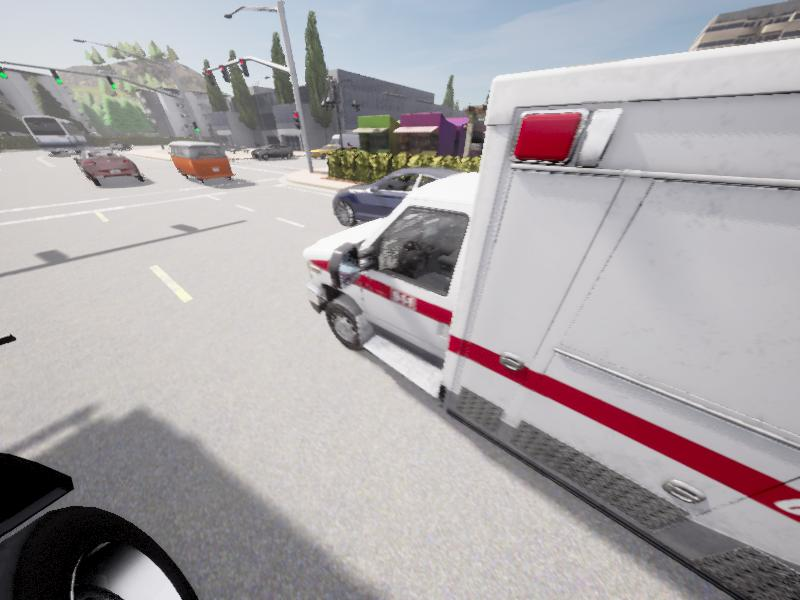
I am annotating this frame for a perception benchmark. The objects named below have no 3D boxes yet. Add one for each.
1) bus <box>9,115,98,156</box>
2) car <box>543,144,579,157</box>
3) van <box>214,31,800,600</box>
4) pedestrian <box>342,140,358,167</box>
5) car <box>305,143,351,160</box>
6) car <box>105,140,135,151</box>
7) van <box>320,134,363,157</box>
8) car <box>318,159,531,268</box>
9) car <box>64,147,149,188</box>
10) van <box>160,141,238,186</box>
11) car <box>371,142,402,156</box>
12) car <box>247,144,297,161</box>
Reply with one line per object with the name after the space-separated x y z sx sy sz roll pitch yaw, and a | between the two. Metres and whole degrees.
-49.222 -23.731 33.512 3.944 4.253 10.273 -26 43 -31 | bus
23.371 -21.849 33.645 3.806 1.475 1.970 23 41 29 | car
1.800 0.055 1.742 6.366 2.431 2.351 23 41 29 | van
-4.233 -12.411 19.577 0.751 1.860 0.751 23 41 29 | pedestrian
-8.819 -18.616 28.900 1.801 1.575 5.366 25 42 31 | car
-50.509 -27.914 41.736 1.851 1.617 3.988 -16 38 -21 | car
-8.346 -22.669 33.824 1.988 2.561 5.915 24 42 30 | van
0.393 -2.724 6.376 5.027 1.651 2.152 23 41 29 | car
-17.470 -8.015 13.740 5.027 1.651 2.152 24 42 30 | car
-11.998 -8.254 13.810 4.442 1.987 1.775 24 42 30 | van
-2.027 -23.638 36.086 1.801 1.575 5.366 24 42 30 | car
-14.934 -17.385 27.148 2.007 1.525 4.514 25 42 30 | car
